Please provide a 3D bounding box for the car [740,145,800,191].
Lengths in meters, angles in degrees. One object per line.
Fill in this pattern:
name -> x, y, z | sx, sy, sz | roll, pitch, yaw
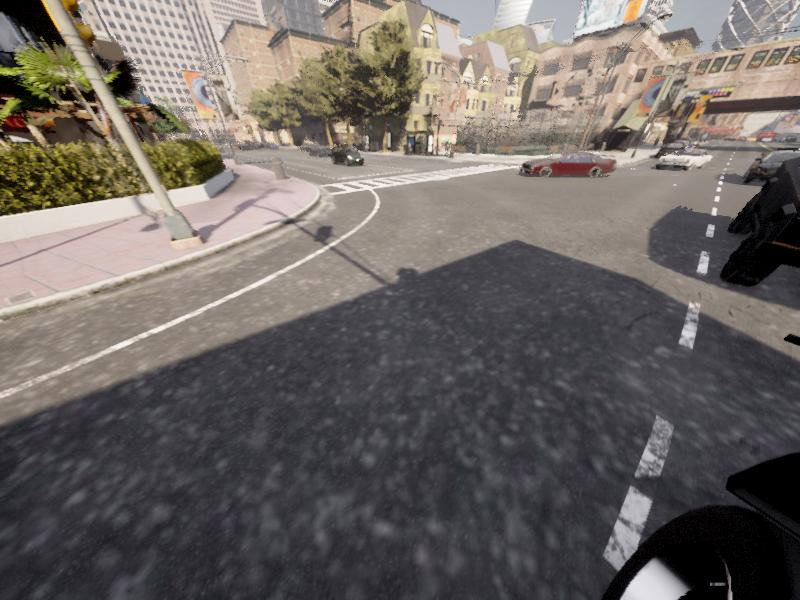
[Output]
car -> 20.444, -7.190, 12.361 | 5.238, 1.638, 1.930 | -26, 42, -31

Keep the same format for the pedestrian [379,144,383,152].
pedestrian -> -3.281, -26.113, 39.756 | 0.500, 1.100, 0.500 | -25, 42, -30

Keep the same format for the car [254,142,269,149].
car -> -38.235, -42.611, 63.704 | 2.163, 1.488, 4.792 | -26, 43, -32

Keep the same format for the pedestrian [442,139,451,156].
pedestrian -> 5.965, -19.569, 29.662 | 0.751, 1.860, 0.751 | -16, 38, -21

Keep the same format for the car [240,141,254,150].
car -> -40.698, -41.317, 61.552 | 1.905, 1.878, 3.866 | -26, 42, -31

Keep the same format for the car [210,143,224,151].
car -> -45.967, -38.480, 57.915 | 1.801, 1.575, 5.366 | -26, 43, -32

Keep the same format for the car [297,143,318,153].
car -> -17.537, -28.769, 43.730 | 2.163, 1.488, 4.792 | -23, 41, -28

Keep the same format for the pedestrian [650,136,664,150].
pedestrian -> 42.799, -26.231, 38.517 | 0.751, 1.860, 0.751 | -25, 42, -31

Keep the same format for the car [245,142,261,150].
car -> -36.612, -38.443, 57.638 | 2.033, 1.649, 4.856 | -26, 43, -31

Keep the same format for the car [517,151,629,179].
car -> 11.009, -8.900, 15.154 | 5.357, 1.411, 2.033 | 2, 35, 4

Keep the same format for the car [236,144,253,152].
car -> -34.281, -33.651, 51.007 | 1.994, 1.385, 4.181 | -26, 43, -32

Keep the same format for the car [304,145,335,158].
car -> -11.677, -21.512, 33.415 | 2.033, 1.411, 5.357 | -26, 43, -32

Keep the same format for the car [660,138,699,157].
car -> 35.663, -19.518, 29.479 | 4.553, 1.767, 2.185 | -26, 42, -31

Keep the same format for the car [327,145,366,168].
car -> -5.247, -14.122, 22.643 | 1.851, 1.617, 3.988 | -26, 43, -32

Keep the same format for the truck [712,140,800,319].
truck -> 8.524, -1.600, 4.226 | 6.274, 2.098, 2.390 | -26, 42, -31

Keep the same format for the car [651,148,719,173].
car -> 21.929, -10.819, 17.787 | 4.718, 1.301, 1.895 | -19, 39, -24

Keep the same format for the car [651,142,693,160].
car -> 30.804, -16.956, 26.140 | 5.008, 1.535, 2.097 | -26, 42, -31

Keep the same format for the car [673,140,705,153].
car -> 43.984, -23.422, 35.103 | 4.892, 1.521, 2.231 | -26, 42, -31

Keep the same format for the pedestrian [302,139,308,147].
pedestrian -> -26.649, -43.839, 64.624 | 0.751, 1.860, 0.751 | 8, 36, 13

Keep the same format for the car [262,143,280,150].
car -> -32.771, -38.995, 58.549 | 2.033, 1.411, 5.357 | -30, 44, -34

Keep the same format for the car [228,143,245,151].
car -> -40.486, -37.823, 57.071 | 2.152, 1.651, 5.027 | -26, 43, -32
